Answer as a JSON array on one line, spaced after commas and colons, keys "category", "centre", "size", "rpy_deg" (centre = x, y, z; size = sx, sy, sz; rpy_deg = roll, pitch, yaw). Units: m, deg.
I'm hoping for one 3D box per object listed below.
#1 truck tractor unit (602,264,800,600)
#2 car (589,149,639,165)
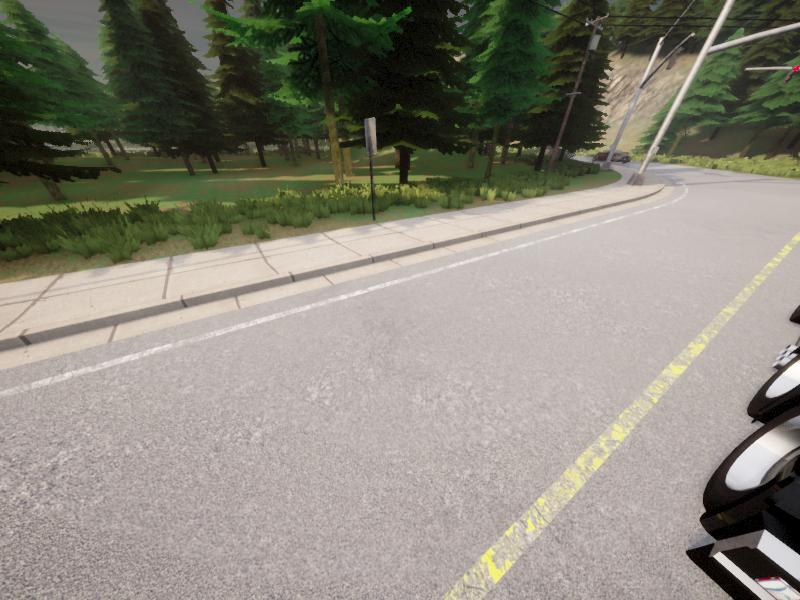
[{"category": "truck tractor unit", "centre": [5.109, -0.303, 0.781], "size": [6.516, 4.208, 3.053], "rpy_deg": [-18, 39, -24]}, {"category": "car", "centre": [25.377, -17.152, 27.612], "size": [1.994, 1.385, 4.181], "rpy_deg": [0, 35, 0]}]
